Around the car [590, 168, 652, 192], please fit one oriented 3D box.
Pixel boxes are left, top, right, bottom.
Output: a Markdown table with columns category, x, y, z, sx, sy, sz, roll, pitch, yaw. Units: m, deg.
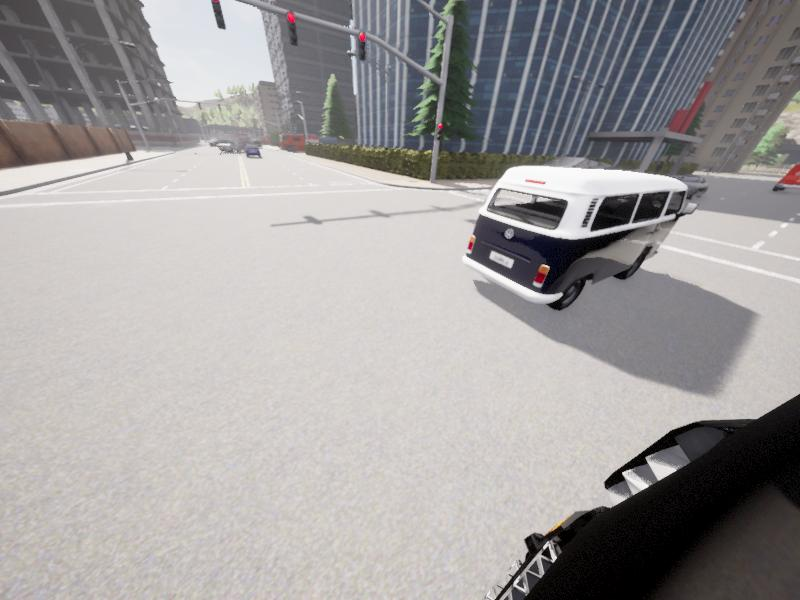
| category | x | y | z | sx | sy | sz | roll | pitch | yaw |
| --- | --- | --- | --- | --- | --- | --- | --- | --- | --- |
| car | 17.883 | -9.728 | 18.672 | 4.674 | 1.442 | 1.812 | -16 | 38 | -26 |

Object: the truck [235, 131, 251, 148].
| category | x | y | z | sx | sy | sz | roll | pitch | yaw |
| --- | --- | --- | --- | --- | --- | --- | --- | --- | --- |
| truck | -46.146 | -47.158 | 67.913 | 2.891 | 3.827 | 8.468 | -16 | 38 | -26 |

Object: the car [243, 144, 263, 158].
| category | x | y | z | sx | sy | sz | roll | pitch | yaw |
| --- | --- | --- | --- | --- | --- | --- | --- | --- | --- |
| car | -21.302 | -21.549 | 33.400 | 2.007 | 1.525 | 4.514 | -15 | 38 | -25 |

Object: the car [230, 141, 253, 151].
| category | x | y | z | sx | sy | sz | roll | pitch | yaw |
| --- | --- | --- | --- | --- | --- | --- | --- | --- | --- |
| car | -35.831 | -34.897 | 52.349 | 3.988 | 1.617 | 1.851 | -17 | 38 | -27 |

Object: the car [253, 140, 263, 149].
| category | x | y | z | sx | sy | sz | roll | pitch | yaw |
| --- | --- | --- | --- | --- | --- | --- | --- | --- | --- |
| car | -41.461 | -45.513 | 67.581 | 1.905 | 1.878 | 3.866 | -16 | 38 | -26 |

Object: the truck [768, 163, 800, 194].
| category | x | y | z | sx | sy | sz | roll | pitch | yaw |
| --- | --- | --- | --- | --- | --- | --- | --- | --- | --- |
| truck | 40.492 | -12.091 | 23.084 | 5.204 | 2.467 | 2.627 | -16 | 38 | -26 |

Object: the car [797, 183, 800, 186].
| category | x | y | z | sx | sy | sz | roll | pitch | yaw |
| --- | --- | --- | --- | --- | --- | --- | --- | --- | --- |
| car | 58.050 | -16.704 | 32.228 | 5.366 | 1.575 | 1.801 | -16 | 38 | -26 |

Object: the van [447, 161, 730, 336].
| category | x | y | z | sx | sy | sz | roll | pitch | yaw |
| --- | --- | --- | --- | --- | --- | --- | --- | --- | --- |
| van | 3.482 | -1.388 | 4.487 | 4.480 | 2.038 | 2.069 | -16 | 38 | -26 |

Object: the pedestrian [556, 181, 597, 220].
| category | x | y | z | sx | sy | sz | roll | pitch | yaw |
| --- | --- | --- | --- | --- | --- | --- | --- | --- | --- |
| pedestrian | 7.108 | -4.028 | 9.343 | 0.751 | 1.300 | 0.751 | -27 | 44 | -37 |

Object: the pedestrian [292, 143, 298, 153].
| category | x | y | z | sx | sy | sz | roll | pitch | yaw |
| --- | --- | --- | --- | --- | --- | --- | --- | --- | --- |
| pedestrian | -23.284 | -33.704 | 51.201 | 0.751 | 1.860 | 0.751 | 8 | 34 | 7 |

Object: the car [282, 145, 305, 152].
| category | x | y | z | sx | sy | sz | roll | pitch | yaw |
| --- | --- | --- | --- | --- | --- | --- | --- | --- | --- |
| car | -26.345 | -37.624 | 57.407 | 4.718 | 1.301 | 1.895 | -17 | 38 | -27 |

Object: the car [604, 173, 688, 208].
| category | x | y | z | sx | sy | sz | roll | pitch | yaw |
| --- | --- | --- | --- | --- | --- | --- | --- | --- | --- |
| car | 14.388 | -6.513 | 13.526 | 4.193 | 1.474 | 1.816 | -16 | 38 | -26 |

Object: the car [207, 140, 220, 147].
| category | x | y | z | sx | sy | sz | roll | pitch | yaw |
| --- | --- | --- | --- | --- | --- | --- | --- | --- | --- |
| car | -48.841 | -41.048 | 60.690 | 2.033 | 1.411 | 5.357 | -16 | 38 | -26 |

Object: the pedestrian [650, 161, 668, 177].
| category | x | y | z | sx | sy | sz | roll | pitch | yaw |
| --- | --- | --- | --- | --- | --- | --- | --- | --- | --- |
| pedestrian | 36.423 | -18.406 | 32.508 | 0.751 | 1.860 | 0.751 | -17 | 38 | -27 |

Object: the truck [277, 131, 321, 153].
| category | x | y | z | sx | sy | sz | roll | pitch | yaw |
| --- | --- | --- | --- | --- | --- | --- | --- | --- | --- |
| truck | -23.703 | -37.185 | 54.669 | 8.468 | 3.827 | 2.891 | -16 | 38 | -27 |

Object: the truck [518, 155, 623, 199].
| category | x | y | z | sx | sy | sz | roll | pitch | yaw |
| --- | --- | --- | --- | --- | --- | --- | --- | --- | --- |
| truck | 11.098 | -8.073 | 15.050 | 6.274 | 2.098 | 2.390 | -16 | 38 | -26 |

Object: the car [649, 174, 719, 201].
| category | x | y | z | sx | sy | sz | roll | pitch | yaw |
| --- | --- | --- | --- | --- | --- | --- | --- | --- | --- |
| car | 20.436 | -8.191 | 16.627 | 4.181 | 1.385 | 1.994 | -17 | 38 | -27 |

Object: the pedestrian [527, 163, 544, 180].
| category | x | y | z | sx | sy | sz | roll | pitch | yaw |
| --- | --- | --- | --- | --- | --- | --- | --- | --- | --- |
| pedestrian | 12.443 | -11.854 | 21.254 | 0.751 | 1.300 | 0.751 | -16 | 38 | -26 |

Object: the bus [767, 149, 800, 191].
| category | x | y | z | sx | sy | sz | roll | pitch | yaw |
| --- | --- | --- | --- | --- | --- | --- | --- | --- | --- |
| bus | 48.765 | -15.244 | 26.878 | 10.273 | 4.253 | 3.944 | -16 | 38 | -26 |

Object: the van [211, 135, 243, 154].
| category | x | y | z | sx | sy | sz | roll | pitch | yaw |
| --- | --- | --- | --- | --- | --- | --- | --- | --- | --- |
| van | -29.498 | -26.761 | 39.785 | 2.351 | 2.431 | 6.366 | -8 | 35 | -15 |
